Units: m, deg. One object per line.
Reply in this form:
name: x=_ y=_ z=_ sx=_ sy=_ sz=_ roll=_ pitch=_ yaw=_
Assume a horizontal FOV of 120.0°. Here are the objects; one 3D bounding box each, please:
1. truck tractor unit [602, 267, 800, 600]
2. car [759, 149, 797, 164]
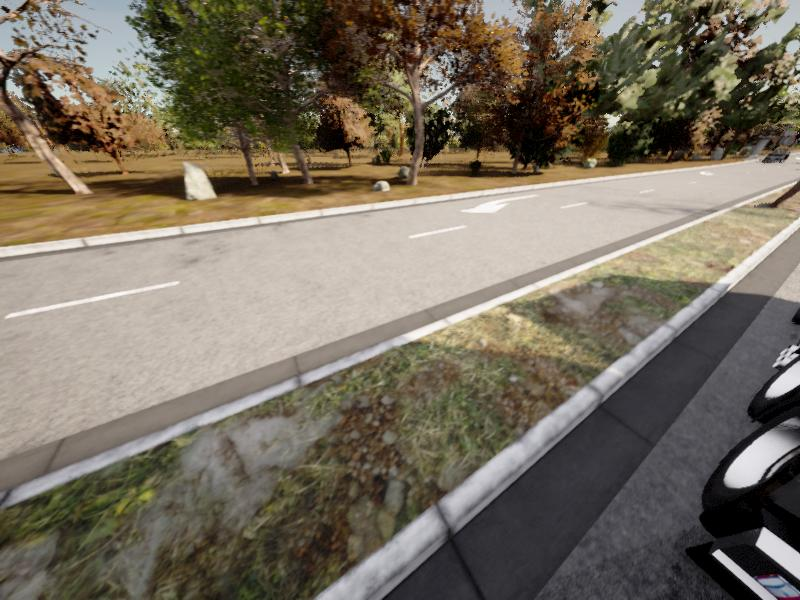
truck tractor unit: x=5.117 y=-0.295 z=0.777 sx=6.516 sy=4.208 sz=3.053 roll=-18 pitch=39 yaw=-24
car: x=51.903 y=-19.720 z=31.755 sx=3.705 sy=1.549 sz=1.789 roll=-18 pitch=39 yaw=-24
